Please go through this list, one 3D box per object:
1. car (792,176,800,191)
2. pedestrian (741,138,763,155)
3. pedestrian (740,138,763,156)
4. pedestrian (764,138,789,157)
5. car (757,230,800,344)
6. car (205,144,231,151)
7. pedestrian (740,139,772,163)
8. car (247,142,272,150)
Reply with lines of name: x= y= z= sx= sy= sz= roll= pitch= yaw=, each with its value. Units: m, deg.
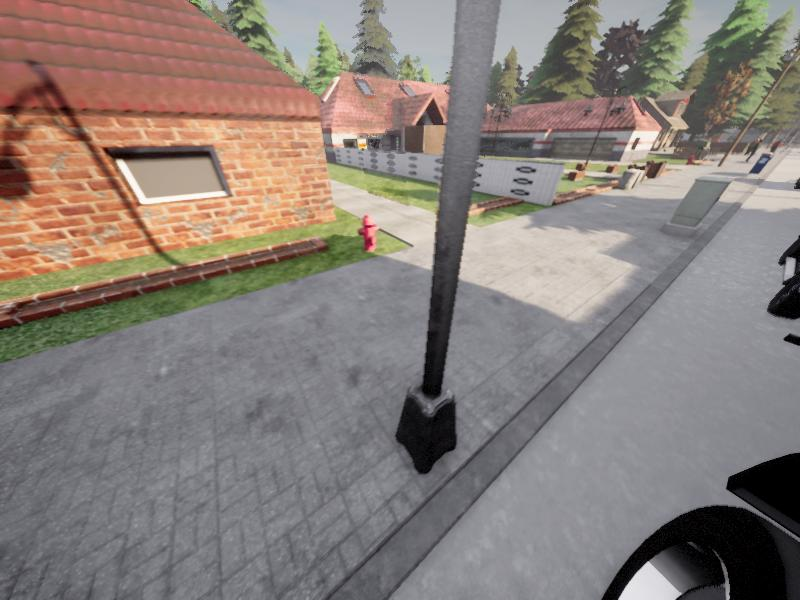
car: x=21.615 y=-6.405 z=11.201 sx=3.866 sy=1.878 sz=1.905 roll=-22 pitch=41 yaw=-28
pedestrian: x=46.069 y=-20.080 z=30.229 sx=0.751 sy=1.860 sz=0.751 roll=-22 pitch=41 yaw=-28
pedestrian: x=44.701 y=-19.487 z=29.398 sx=0.751 sy=1.860 sz=0.751 roll=-23 pitch=41 yaw=-29
pedestrian: x=45.886 y=-18.647 z=28.199 sx=0.751 sy=1.860 sz=0.751 roll=-26 pitch=42 yaw=-31
car: x=7.497 y=-0.652 z=3.153 sx=4.605 sy=1.855 sz=1.932 roll=-22 pitch=41 yaw=-28
car: x=-44.082 y=-37.083 z=56.053 sx=4.718 sy=1.301 sz=1.895 roll=-22 pitch=41 yaw=-28
pedestrian: x=33.855 y=-14.231 z=22.020 sx=0.751 sy=1.860 sz=0.751 roll=26 pitch=43 yaw=32
car: x=-36.573 y=-40.270 z=60.231 sx=5.238 sy=1.638 sz=1.930 roll=-22 pitch=41 yaw=-28
